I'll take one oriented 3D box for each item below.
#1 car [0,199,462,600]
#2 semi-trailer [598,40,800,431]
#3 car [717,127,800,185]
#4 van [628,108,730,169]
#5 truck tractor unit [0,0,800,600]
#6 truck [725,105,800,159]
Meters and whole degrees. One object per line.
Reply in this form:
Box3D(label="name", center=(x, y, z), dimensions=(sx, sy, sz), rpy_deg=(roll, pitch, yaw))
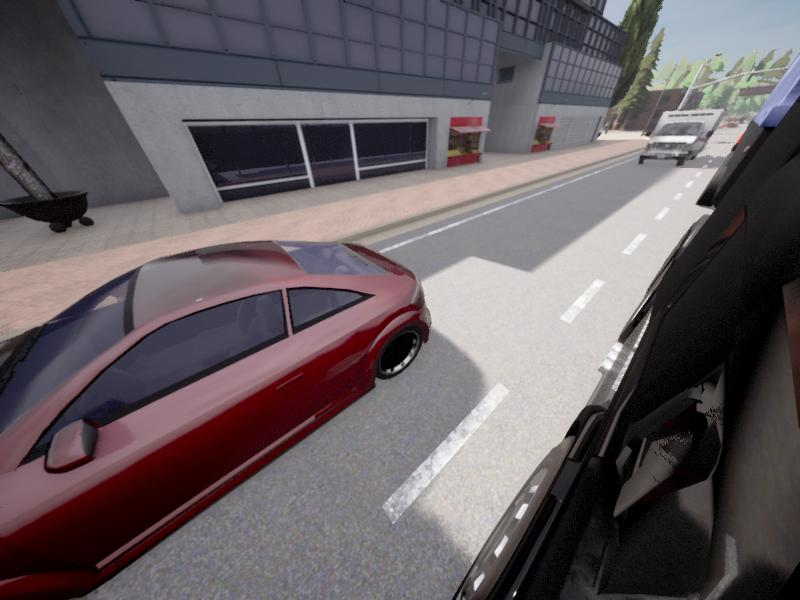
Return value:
Box3D(label="car", center=(-1.680, 0.413, 1.994), dimensions=(4.181, 1.385, 1.994), rpy_deg=(-28, 43, -30))
Box3D(label="semi-trailer", center=(8.701, -3.582, 4.255), dimensions=(14.254, 4.402, 2.717), rpy_deg=(-28, 44, -30))
Box3D(label="car", center=(15.857, -6.205, 9.727), dimensions=(4.611, 1.667, 2.242), rpy_deg=(-27, 43, -30))
Box3D(label="van", center=(16.362, -9.509, 13.507), dimensions=(6.366, 2.431, 2.351), rpy_deg=(-28, 43, -30))
Box3D(label="truck tractor unit", center=(2.645, -0.295, 0.351), dimensions=(6.516, 4.208, 3.053), rpy_deg=(-28, 44, -30))
Box3D(label="truck", center=(23.960, -10.797, 14.794), dimensions=(5.204, 2.467, 2.627), rpy_deg=(-28, 44, -30))
